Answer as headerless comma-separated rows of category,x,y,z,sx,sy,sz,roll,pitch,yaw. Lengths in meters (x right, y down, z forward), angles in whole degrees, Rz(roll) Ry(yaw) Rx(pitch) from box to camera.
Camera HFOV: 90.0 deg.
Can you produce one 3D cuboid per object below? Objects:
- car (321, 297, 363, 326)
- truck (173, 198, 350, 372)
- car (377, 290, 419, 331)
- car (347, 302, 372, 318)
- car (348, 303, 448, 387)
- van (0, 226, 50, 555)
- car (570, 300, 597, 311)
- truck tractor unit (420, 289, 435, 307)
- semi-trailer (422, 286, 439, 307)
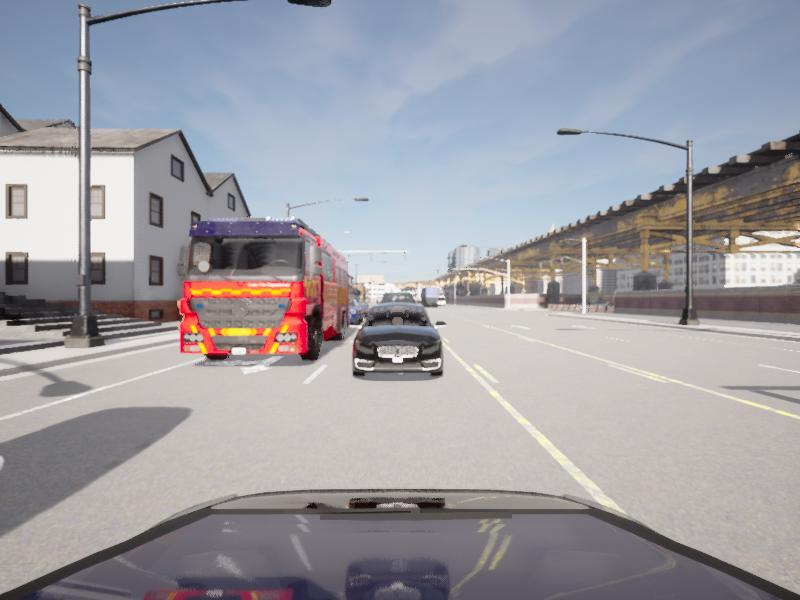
car,-3.623,0.677,26.028,2.097,1.767,4.553,0,0,0
truck,-3.567,-0.330,13.040,2.891,3.827,8.468,0,0,0
car,-0.108,0.558,22.885,2.150,2.045,5.566,0,-1,0
car,-3.693,0.871,37.650,2.033,1.411,5.357,0,0,-2
car,-0.049,0.838,9.747,1.837,1.490,4.892,0,0,0
van,-3.506,0.569,0.589,2.069,2.038,4.480,0,0,0
car,26.168,0.760,56.940,2.038,1.542,4.974,0,0,43
truck tractor unit,6.547,-0.561,96.899,3.053,4.208,6.516,0,0,0
semi-trailer,6.584,-0.677,88.977,2.717,4.402,14.254,0,0,0
